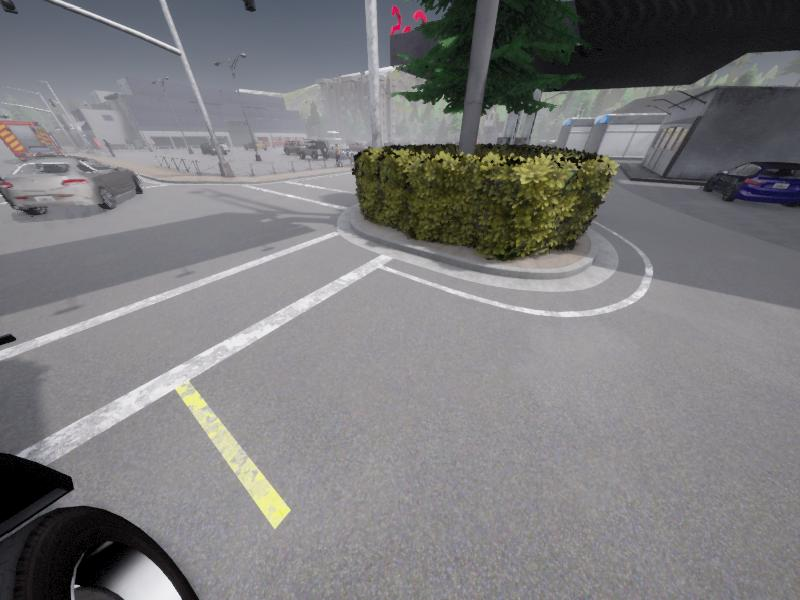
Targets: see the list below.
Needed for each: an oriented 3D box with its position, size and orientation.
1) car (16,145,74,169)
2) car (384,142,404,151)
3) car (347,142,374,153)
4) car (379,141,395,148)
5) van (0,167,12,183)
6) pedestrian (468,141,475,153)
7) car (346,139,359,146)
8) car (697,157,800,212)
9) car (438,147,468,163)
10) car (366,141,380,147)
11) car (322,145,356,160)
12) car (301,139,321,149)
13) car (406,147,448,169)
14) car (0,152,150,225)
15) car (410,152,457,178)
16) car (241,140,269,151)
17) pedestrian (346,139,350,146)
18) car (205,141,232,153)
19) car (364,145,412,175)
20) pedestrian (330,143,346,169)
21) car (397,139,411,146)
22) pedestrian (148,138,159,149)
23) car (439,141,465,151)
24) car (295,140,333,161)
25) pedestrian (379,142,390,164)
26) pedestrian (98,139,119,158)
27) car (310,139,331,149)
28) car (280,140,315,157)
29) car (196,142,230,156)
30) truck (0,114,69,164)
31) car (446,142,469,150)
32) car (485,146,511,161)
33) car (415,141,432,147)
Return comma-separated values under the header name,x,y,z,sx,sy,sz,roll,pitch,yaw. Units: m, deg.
name,x,y,z,sx,sy,sz,roll,pitch,yaw
car,-31.421,-12.708,20.410,4.974,1.542,2.038,22,41,28
car,-1.298,-31.963,48.007,3.633,1.501,1.845,22,41,28
car,-7.043,-27.291,41.296,4.514,1.523,2.007,22,41,28
car,-3.465,-41.202,61.220,3.806,1.475,1.970,22,41,28
van,-25.503,-8.015,13.347,4.480,2.038,2.069,19,39,24
pedestrian,12.718,-27.252,41.106,0.751,1.860,0.751,22,41,28
car,-15.757,-52.617,77.191,1.905,1.878,3.866,22,41,28
car,17.422,-5.821,11.300,2.242,1.667,4.611,22,41,28
car,6.479,-17.609,28.011,1.970,1.475,3.806,22,41,28
car,-7.852,-45.075,66.671,3.633,1.501,1.845,22,41,28
car,-7.765,-18.818,29.370,3.806,1.475,1.970,22,41,28
car,-19.905,-35.112,51.926,3.866,1.878,1.905,22,41,28
car,2.836,-14.706,23.734,2.033,1.649,4.856,22,41,28
car,-12.544,-4.669,9.099,2.152,1.651,5.027,-16,39,-23
car,2.788,-11.063,18.787,1.994,1.385,4.181,22,41,28
car,-27.216,-29.027,43.369,5.027,1.636,2.152,22,41,28
pedestrian,-15.991,-48.515,71.068,0.751,1.860,0.751,22,41,28
car,-30.618,-25.834,38.950,3.806,1.475,1.970,22,41,28
car,-0.883,-11.789,19.339,1.905,1.878,3.866,22,41,28
pedestrian,-5.343,-12.418,19.919,0.751,1.860,0.751,27,43,33
car,1.365,-53.645,78.790,4.605,1.855,1.932,22,40,27
pedestrian,-50.910,-32.246,47.728,0.751,1.860,0.751,23,41,29
car,11.769,-34.984,52.405,5.027,1.636,2.152,22,41,28
car,-10.166,-17.688,27.256,3.866,1.878,1.905,22,41,28
pedestrian,-1.593,-15.497,24.317,0.751,1.860,0.751,22,40,27
pedestrian,-34.997,-18.271,27.783,0.751,1.860,0.751,24,42,30
car,-18.583,-36.599,54.083,4.605,1.855,1.932,22,41,28
car,-14.744,-21.828,33.138,4.605,1.855,1.932,22,41,28
car,-26.927,-21.718,33.246,4.514,1.523,2.007,22,41,28
truck,-38.717,-16.618,23.920,8.468,3.827,2.891,22,41,28
car,13.518,-36.471,54.544,4.514,1.523,2.007,22,41,28
car,13.108,-19.504,30.749,1.816,1.474,4.193,22,41,28
car,7.698,-50.974,75.389,4.792,1.488,2.163,22,40,27
